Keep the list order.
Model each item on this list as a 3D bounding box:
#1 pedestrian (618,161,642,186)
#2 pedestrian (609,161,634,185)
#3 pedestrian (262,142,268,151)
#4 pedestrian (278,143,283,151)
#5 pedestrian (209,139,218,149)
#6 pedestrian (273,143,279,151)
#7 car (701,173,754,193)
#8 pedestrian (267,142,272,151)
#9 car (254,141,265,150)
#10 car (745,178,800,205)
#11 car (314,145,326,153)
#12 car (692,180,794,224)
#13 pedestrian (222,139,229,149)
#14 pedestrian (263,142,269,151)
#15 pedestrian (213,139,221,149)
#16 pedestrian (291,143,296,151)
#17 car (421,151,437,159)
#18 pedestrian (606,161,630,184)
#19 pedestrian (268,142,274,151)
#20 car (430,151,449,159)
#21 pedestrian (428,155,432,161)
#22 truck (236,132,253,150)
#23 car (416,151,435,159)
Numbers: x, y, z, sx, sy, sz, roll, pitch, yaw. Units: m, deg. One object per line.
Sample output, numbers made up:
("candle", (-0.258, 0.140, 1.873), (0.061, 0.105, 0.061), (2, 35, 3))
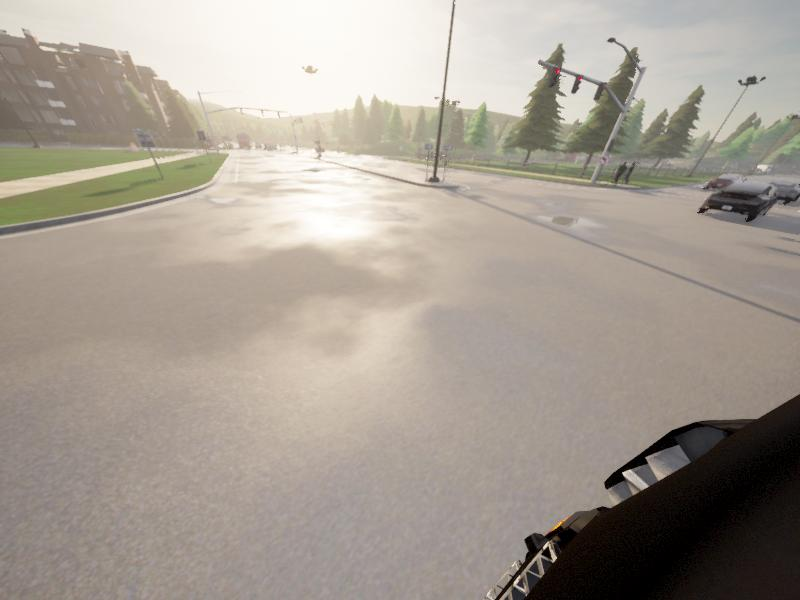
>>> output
("pedestrian", (20.708, -11.420, 20.862), (0.751, 1.860, 0.751), (23, 38, 27))
("pedestrian", (20.219, -11.613, 21.116), (0.751, 1.860, 0.751), (-10, 36, -19))
("pedestrian", (-34.146, -38.862, 58.485), (0.751, 1.860, 0.751), (-21, 40, -31))
("pedestrian", (-31.421, -40.190, 60.707), (0.751, 1.860, 0.751), (-16, 38, -27))
("pedestrian", (-40.847, -34.174, 50.602), (0.751, 1.860, 0.751), (-13, 37, -23))
("pedestrian", (-32.204, -39.665, 59.852), (0.751, 1.860, 0.751), (-21, 40, -31))
("car", (31.747, -11.398, 22.376), (4.674, 1.442, 1.812), (-16, 38, -26))
("pedestrian", (-33.956, -39.959, 60.162), (0.751, 1.860, 0.751), (-19, 39, -29))
("car", (-41.080, -45.149, 67.509), (1.905, 1.878, 3.866), (-16, 38, -26))
("car", (28.752, -8.285, 17.500), (4.181, 1.385, 1.994), (-16, 38, -26))
("car", (-23.513, -44.232, 67.680), (1.930, 1.638, 5.238), (-16, 38, -26))
("car", (17.364, -5.107, 11.696), (4.892, 1.490, 1.837), (-16, 38, -26))
("pedestrian", (-42.160, -37.651, 55.737), (0.751, 1.860, 0.751), (-12, 36, -21))
("pedestrian", (-34.307, -39.357, 59.222), (0.751, 1.860, 0.751), (-15, 38, -25))
("pedestrian", (-41.926, -35.738, 52.878), (0.751, 1.860, 0.751), (-11, 36, -20))
("pedestrian", (-28.677, -41.122, 62.052), (0.751, 1.860, 0.751), (-21, 40, -32))
("car", (8.257, -41.508, 66.098), (3.988, 1.617, 1.851), (-16, 38, -26))
("pedestrian", (20.398, -11.966, 21.666), (0.751, 1.860, 0.751), (-17, 38, -28))
("pedestrian", (-33.121, -39.315, 59.251), (0.751, 1.860, 0.751), (-21, 40, -31))
("car", (11.070, -40.122, 64.109), (4.856, 1.649, 2.033), (-16, 38, -26))
("pedestrian", (6.050, -28.365, 46.091), (0.500, 1.100, 0.500), (-13, 37, -23))
("truck", (-44.232, -45.262, 65.665), (2.891, 3.827, 8.468), (-16, 38, -26))
("car", (7.596, -43.465, 69.185), (5.027, 1.651, 2.152), (-16, 38, -26))
